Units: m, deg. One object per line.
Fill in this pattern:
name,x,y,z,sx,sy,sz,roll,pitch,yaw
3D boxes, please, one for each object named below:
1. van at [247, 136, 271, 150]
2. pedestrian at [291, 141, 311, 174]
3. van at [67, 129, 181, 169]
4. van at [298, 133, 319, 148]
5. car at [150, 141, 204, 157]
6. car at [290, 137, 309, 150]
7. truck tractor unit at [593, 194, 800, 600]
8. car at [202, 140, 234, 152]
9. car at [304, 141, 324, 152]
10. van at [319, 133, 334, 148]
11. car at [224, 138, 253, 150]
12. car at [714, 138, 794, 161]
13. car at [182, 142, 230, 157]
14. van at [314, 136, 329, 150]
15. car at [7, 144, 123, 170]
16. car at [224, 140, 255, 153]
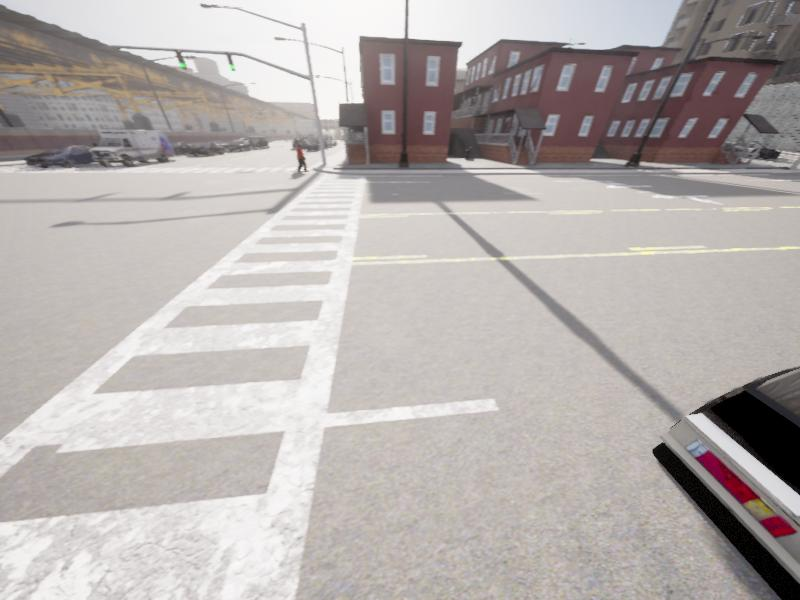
van,-25.246,-28.265,41.489,1.775,1.987,4.442,-3,36,-5
pedestrian,-6.872,-9.914,16.088,0.751,1.860,0.751,-4,36,-7
van,-22.456,-12.847,19.487,2.351,2.431,6.366,-4,36,-6
van,-19.104,-33.529,48.616,2.351,2.431,6.366,-3,36,-5
car,-27.122,-18.601,28.384,2.033,1.411,5.357,-3,36,-5
car,-18.307,-28.699,42.315,1.932,1.855,4.605,-3,36,-5
truck tractor unit,5.361,0.139,0.172,6.516,4.208,3.053,-3,36,-5
car,-28.048,-23.872,35.798,1.994,1.385,4.181,-3,36,-6
car,-14.335,-25.799,38.749,1.994,1.385,4.181,-2,36,-4
van,-15.757,-34.459,49.886,1.988,2.561,5.915,-3,36,-5
car,-28.736,-27.997,41.323,2.242,1.667,4.611,-3,36,-5
car,42.876,-18.436,28.250,1.930,1.638,5.238,-3,41,-5
car,-23.611,-18.590,28.431,2.033,1.411,5.357,-3,36,-5
van,-15.069,-30.287,44.505,1.775,1.987,4.442,-3,36,-5
car,-25.874,-11.413,18.303,2.033,1.411,5.357,-3,36,-5
car,-24.477,-23.625,35.406,1.837,1.490,4.892,-3,36,-5
